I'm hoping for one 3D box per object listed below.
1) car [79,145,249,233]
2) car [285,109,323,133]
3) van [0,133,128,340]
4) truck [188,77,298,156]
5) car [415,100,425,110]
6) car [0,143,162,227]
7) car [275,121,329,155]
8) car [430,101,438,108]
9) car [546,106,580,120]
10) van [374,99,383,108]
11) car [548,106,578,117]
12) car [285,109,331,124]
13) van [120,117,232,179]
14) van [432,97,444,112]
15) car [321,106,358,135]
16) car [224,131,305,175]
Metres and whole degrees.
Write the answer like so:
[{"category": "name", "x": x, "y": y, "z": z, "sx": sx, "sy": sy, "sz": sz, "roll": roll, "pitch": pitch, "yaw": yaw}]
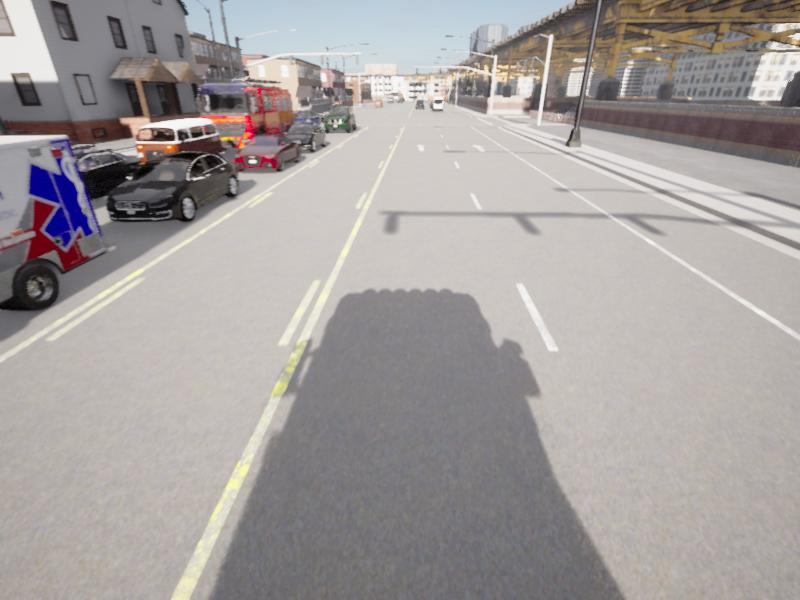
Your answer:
[{"category": "car", "x": -6.394, "y": -3.457, "z": 11.711, "sx": 1.837, "sy": 1.490, "sz": 4.892, "roll": 1, "pitch": 27, "yaw": 2}, {"category": "car", "x": -8.669, "y": -16.374, "z": 36.485, "sx": 2.097, "sy": 1.767, "sz": 4.553, "roll": 1, "pitch": 27, "yaw": 2}, {"category": "van", "x": -6.740, "y": -0.350, "z": 4.655, "sx": 2.351, "sy": 2.431, "sz": 6.366, "roll": 1, "pitch": 27, "yaw": 2}, {"category": "truck", "x": -9.216, "y": -11.639, "z": 25.069, "sx": 2.891, "sy": 3.827, "sz": 8.468, "roll": 1, "pitch": 27, "yaw": 2}, {"category": "car", "x": 4.351, "y": -42.515, "z": 87.156, "sx": 1.905, "sy": 1.878, "sz": 3.866, "roll": 1, "pitch": 27, "yaw": 2}, {"category": "car", "x": -9.870, "y": -3.681, "z": 12.136, "sx": 2.128, "sy": 1.511, "sz": 4.902, "roll": 1, "pitch": 27, "yaw": 2}, {"category": "car", "x": -5.770, "y": -9.942, "z": 24.309, "sx": 1.837, "sy": 1.490, "sz": 4.892, "roll": 1, "pitch": 27, "yaw": 2}, {"category": "car", "x": 8.566, "y": -49.780, "z": 101.625, "sx": 1.882, "sy": 1.535, "sz": 5.008, "roll": 1, "pitch": 27, "yaw": 2}, {"category": "car", "x": 22.180, "y": -25.523, "z": 54.405, "sx": 4.974, "sy": 1.542, "sz": 2.038, "roll": -24, "pitch": 36, "yaw": -38}, {"category": "van", "x": -5.448, "y": -49.969, "z": 101.535, "sx": 1.775, "sy": 1.987, "sz": 4.442, "roll": 1, "pitch": 27, "yaw": 2}, {"category": "car", "x": 22.217, "y": -25.680, "z": 54.365, "sx": 4.536, "sy": 1.218, "sz": 1.853, "roll": -24, "pitch": 36, "yaw": -38}, {"category": "car", "x": -10.876, "y": -21.628, "z": 47.174, "sx": 5.357, "sy": 1.411, "sz": 2.033, "roll": 17, "pitch": 32, "yaw": 30}, {"category": "van", "x": -9.592, "y": -6.858, "z": 17.729, "sx": 2.069, "sy": 2.038, "sz": 4.480, "roll": 1, "pitch": 27, "yaw": 2}, {"category": "van", "x": 7.495, "y": -39.057, "z": 79.697, "sx": 1.988, "sy": 2.561, "sz": 5.915, "roll": 1, "pitch": 27, "yaw": 2}, {"category": "car", "x": -5.225, "y": -15.914, "z": 35.311, "sx": 2.150, "sy": 2.045, "sz": 5.566, "roll": 1, "pitch": 27, "yaw": 2}, {"category": "car", "x": -6.040, "y": -6.865, "z": 18.469, "sx": 1.994, "sy": 1.385, "sz": 4.181, "roll": 2, "pitch": 27, "yaw": 4}]
